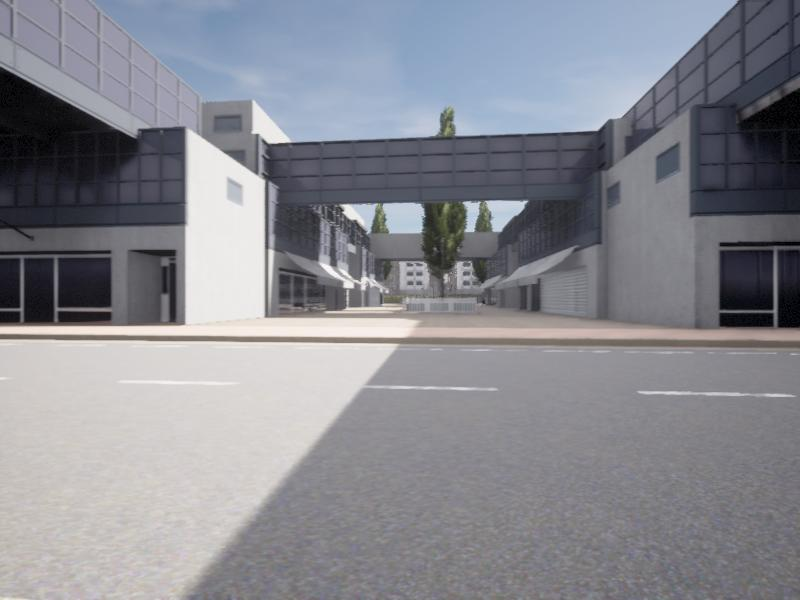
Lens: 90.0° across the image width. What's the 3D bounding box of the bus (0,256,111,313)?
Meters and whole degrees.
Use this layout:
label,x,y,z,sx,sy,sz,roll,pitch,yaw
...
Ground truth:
label,x,y,z,sx,sy,sz,roll,pitch,yaw
bus,-31.064,-1.143,34.601,3.944,4.253,10.273,0,0,7
